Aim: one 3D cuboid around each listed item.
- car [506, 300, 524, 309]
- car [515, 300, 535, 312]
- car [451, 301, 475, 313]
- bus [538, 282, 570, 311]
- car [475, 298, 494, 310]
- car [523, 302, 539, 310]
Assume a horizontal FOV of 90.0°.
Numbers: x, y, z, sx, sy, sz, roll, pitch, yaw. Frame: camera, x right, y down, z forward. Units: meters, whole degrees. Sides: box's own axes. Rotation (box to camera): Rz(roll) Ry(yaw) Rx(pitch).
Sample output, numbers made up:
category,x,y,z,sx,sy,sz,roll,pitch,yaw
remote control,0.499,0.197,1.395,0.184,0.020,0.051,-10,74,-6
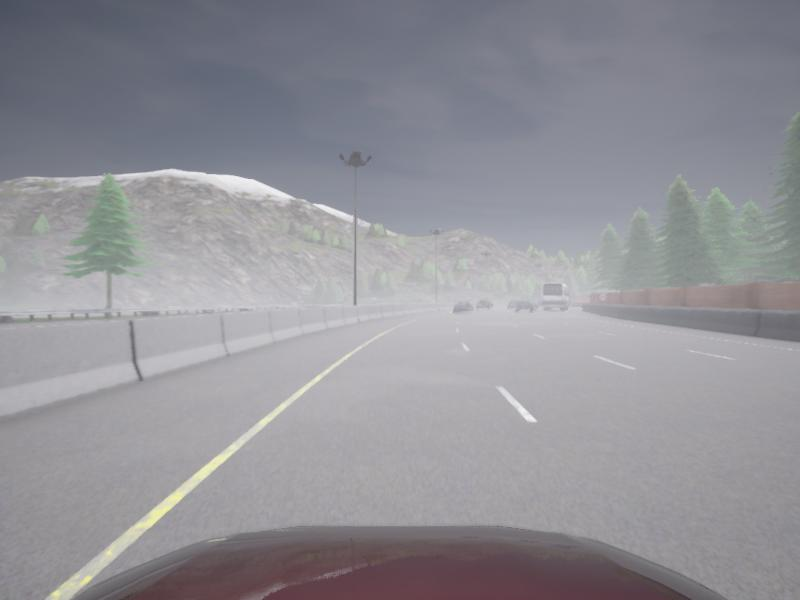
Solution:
category,x,y,z,sx,sy,sz,roll,pitch,yaw
car,20.256,0.775,70.355,2.033,1.649,4.856,0,0,28
car,17.261,0.788,55.042,2.152,1.651,5.027,0,0,22
car,7.991,0.887,50.221,2.033,1.411,5.357,0,0,19
bus,24.798,-0.521,64.091,3.944,4.253,10.273,0,0,26
car,13.899,0.648,65.427,1.932,1.855,4.605,-1,-1,25
car,21.039,0.953,64.144,1.895,1.301,4.718,0,0,25
